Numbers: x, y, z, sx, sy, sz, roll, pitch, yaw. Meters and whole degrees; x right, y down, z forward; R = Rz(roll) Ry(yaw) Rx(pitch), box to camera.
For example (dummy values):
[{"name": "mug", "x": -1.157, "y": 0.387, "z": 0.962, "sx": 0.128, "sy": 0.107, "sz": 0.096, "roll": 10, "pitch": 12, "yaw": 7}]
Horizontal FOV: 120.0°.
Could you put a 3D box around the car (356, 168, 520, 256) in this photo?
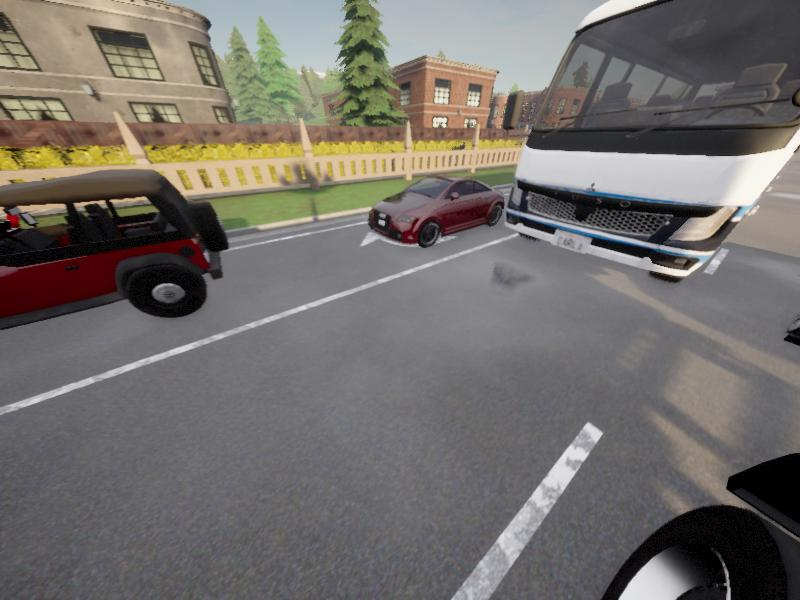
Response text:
[{"name": "car", "x": 1.148, "y": -2.763, "z": 6.627, "sx": 4.181, "sy": 1.385, "sz": 1.994, "roll": -23, "pitch": 41, "yaw": -29}]

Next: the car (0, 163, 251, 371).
[{"name": "car", "x": -4.692, "y": -0.612, "z": 3.175, "sx": 3.866, "sy": 1.878, "sz": 1.905, "roll": -22, "pitch": 41, "yaw": -28}]

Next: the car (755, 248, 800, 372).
[{"name": "car", "x": 7.085, "y": -0.210, "z": 2.833, "sx": 4.902, "sy": 1.511, "sz": 2.128, "roll": -21, "pitch": 40, "yaw": -27}]

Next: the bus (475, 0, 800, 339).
[{"name": "bus", "x": 7.222, "y": -3.852, "z": 5.616, "sx": 10.273, "sy": 4.253, "sz": 3.944, "roll": -22, "pitch": 41, "yaw": -28}]
